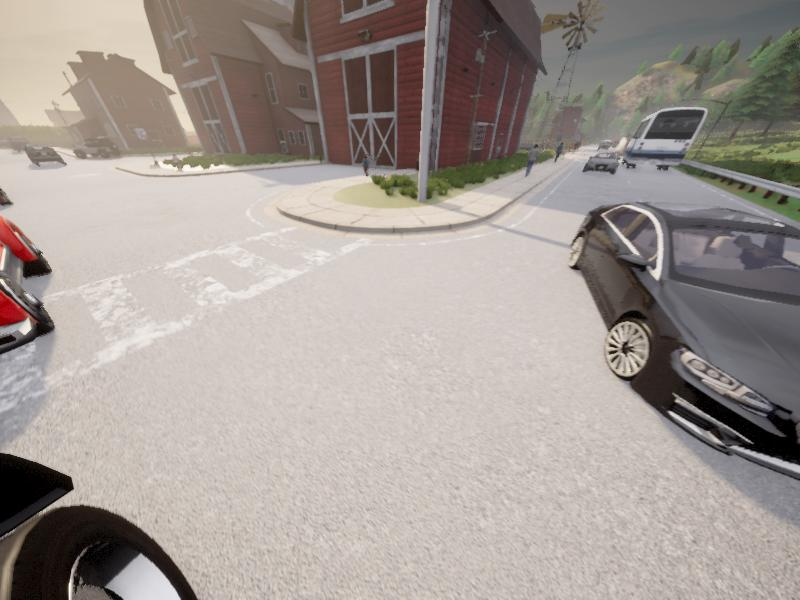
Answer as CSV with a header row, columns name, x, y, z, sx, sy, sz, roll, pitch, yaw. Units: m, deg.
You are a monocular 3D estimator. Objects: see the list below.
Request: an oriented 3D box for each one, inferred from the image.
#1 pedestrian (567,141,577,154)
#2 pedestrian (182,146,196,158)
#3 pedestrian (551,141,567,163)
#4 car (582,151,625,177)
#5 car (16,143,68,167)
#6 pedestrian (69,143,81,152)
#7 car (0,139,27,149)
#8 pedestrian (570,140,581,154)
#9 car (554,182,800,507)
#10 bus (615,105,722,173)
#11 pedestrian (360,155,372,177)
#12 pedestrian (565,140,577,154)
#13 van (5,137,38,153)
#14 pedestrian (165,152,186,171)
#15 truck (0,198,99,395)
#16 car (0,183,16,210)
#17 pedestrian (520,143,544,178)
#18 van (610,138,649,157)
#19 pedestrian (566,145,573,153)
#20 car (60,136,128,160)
name,x,y,z,sx,sy,sz,roll,pitch,yaw
pedestrian,30.845,-27.359,41.431,0.751,1.860,0.751,27,43,33
pedestrian,-21.896,-15.393,24.024,0.500,1.100,0.500,10,36,14
pedestrian,16.302,-15.174,23.722,0.751,1.860,0.751,22,41,28
car,16.162,-10.947,18.452,1.994,1.385,4.181,23,41,29
car,-31.808,-12.970,20.552,3.705,1.549,1.789,23,41,28
pedestrian,-48.159,-22.603,34.263,0.500,1.100,0.500,19,39,25
car,-76.336,-30.120,44.513,5.238,1.638,1.930,2,35,4
pedestrian,28.958,-25.269,38.180,0.751,1.860,0.751,17,39,22
car,3.907,-0.371,3.181,2.128,1.511,4.902,14,37,18
bus,24.102,-15.054,21.858,3.944,4.253,10.273,23,41,29
pedestrian,-1.979,-7.871,13.582,0.500,1.100,0.500,9,36,12
pedestrian,28.040,-25.088,37.915,0.751,1.860,0.751,-1,35,-2
van,-58.287,-23.909,35.556,4.442,1.987,1.775,22,41,28
pedestrian,-16.204,-10.023,16.707,0.500,1.100,0.500,11,36,14
truck,-6.682,-0.602,2.539,5.204,2.467,2.627,22,41,28
car,-16.601,-4.190,8.495,4.181,1.385,1.994,22,40,27
pedestrian,8.365,-8.885,14.716,0.751,1.860,0.751,20,40,25
van,37.168,-25.053,37.767,2.351,2.431,6.366,15,38,20
pedestrian,30.020,-26.758,40.966,0.500,1.100,0.500,-24,42,-31
car,-33.933,-16.994,25.781,3.866,1.878,1.905,-5,41,-5
